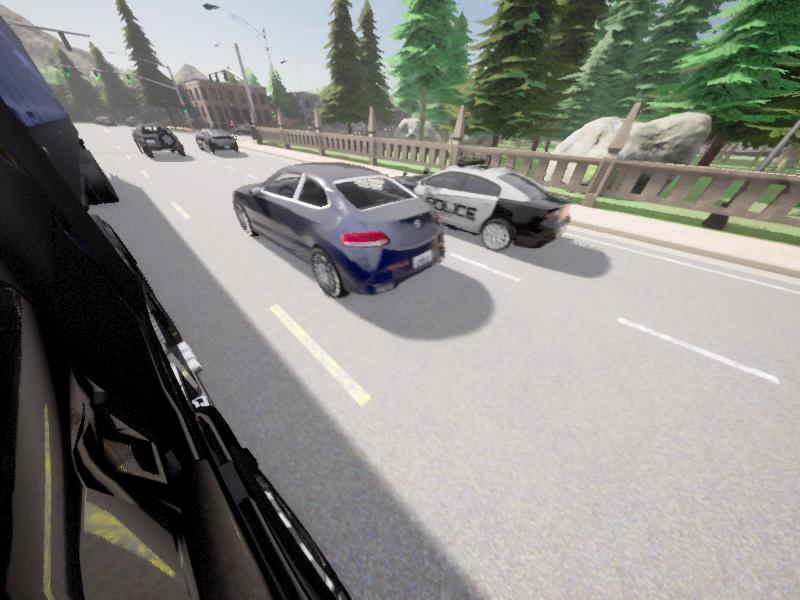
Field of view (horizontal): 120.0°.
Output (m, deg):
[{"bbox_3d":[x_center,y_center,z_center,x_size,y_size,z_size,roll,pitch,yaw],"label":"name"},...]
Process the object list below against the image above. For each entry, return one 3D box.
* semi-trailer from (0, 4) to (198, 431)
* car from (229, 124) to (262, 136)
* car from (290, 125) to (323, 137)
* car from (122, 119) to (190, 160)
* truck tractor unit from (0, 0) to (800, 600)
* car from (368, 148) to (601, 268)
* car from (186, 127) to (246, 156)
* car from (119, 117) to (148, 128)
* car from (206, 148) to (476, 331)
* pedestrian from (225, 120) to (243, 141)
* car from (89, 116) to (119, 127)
[{"bbox_3d":[-8.514,-3.732,4.389,14.254,4.402,2.717,30,45,32],"label":"semi-trailer"},{"bbox_3d":[-24.776,-27.298,37.128,1.970,1.475,3.806,31,45,32],"label":"car"},{"bbox_3d":[-17.538,-31.741,43.413,1.801,1.575,5.366,31,45,32],"label":"car"},{"bbox_3d":[-16.140,-10.681,15.255,4.605,1.855,1.932,31,45,31],"label":"car"},{"bbox_3d":[-2.645,-0.295,0.351,6.516,4.208,3.053,28,44,30],"label":"truck tractor unit"},{"bbox_3d":[1.626,-2.829,6.152,5.238,1.638,1.930,31,45,32],"label":"car"},{"bbox_3d":[-14.118,-12.199,17.708,4.902,1.511,2.128,31,45,32],"label":"car"},{"bbox_3d":[-52.005,-34.701,45.162,4.611,1.667,2.242,23,42,25],"label":"car"},{"bbox_3d":[-1.479,-1.786,4.581,5.027,1.651,2.152,31,45,32],"label":"car"},{"bbox_3d":[-18.189,-18.544,25.297,0.751,1.860,0.751,15,39,16],"label":"pedestrian"},{"bbox_3d":[-56.646,-34.159,44.199,4.792,1.488,2.163,21,41,23],"label":"car"}]
